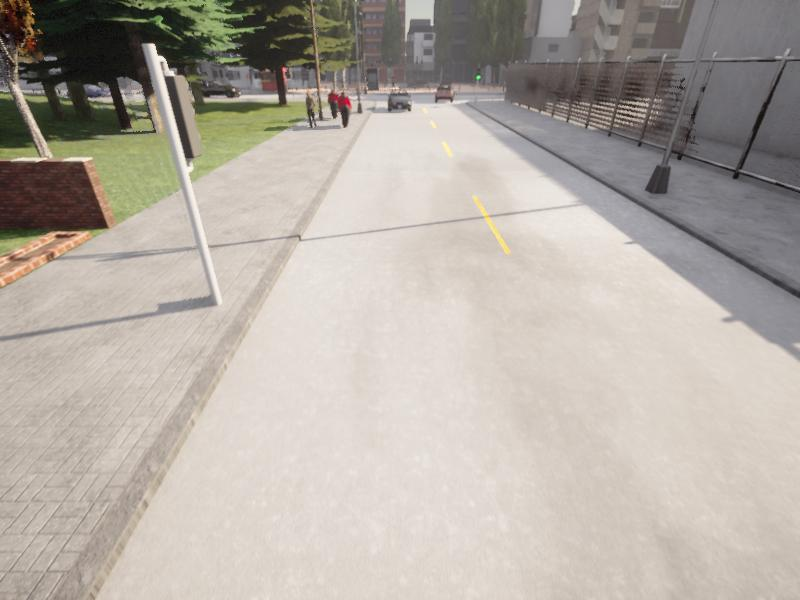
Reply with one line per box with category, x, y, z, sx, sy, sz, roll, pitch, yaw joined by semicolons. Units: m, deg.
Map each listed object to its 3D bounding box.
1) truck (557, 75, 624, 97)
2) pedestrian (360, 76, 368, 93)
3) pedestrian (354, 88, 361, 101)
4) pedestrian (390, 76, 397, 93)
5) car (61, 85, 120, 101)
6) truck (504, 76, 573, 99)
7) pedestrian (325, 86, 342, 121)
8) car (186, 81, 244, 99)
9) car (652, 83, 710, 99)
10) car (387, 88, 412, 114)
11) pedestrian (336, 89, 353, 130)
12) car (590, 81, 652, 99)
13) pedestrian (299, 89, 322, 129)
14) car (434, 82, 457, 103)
truck;22.012;-24.867;46.418;6.274;2.098;2.390;0;30;0
pedestrian;-4.482;-26.724;49.566;0.751;1.860;0.751;-12;33;-20
pedestrian;-4.048;-19.582;38.116;0.500;1.100;0.500;-12;32;-20
pedestrian;-0.800;-26.570;49.303;0.751;1.860;0.751;1;30;2
car;-33.331;-22.346;43.176;4.674;1.442;1.812;0;30;0
truck;14.721;-22.831;42.938;6.274;2.098;2.390;0;30;0
pedestrian;-3.992;-11.885;24.208;0.751;1.860;0.751;1;30;2
car;-19.811;-22.611;43.024;5.027;1.651;2.152;0;30;0
car;30.233;-22.554;43.116;4.674;1.442;1.812;0;30;0
car;-0.043;-15.431;30.906;1.816;1.474;4.193;0;30;-1
pedestrian;-2.899;-10.004;20.994;0.751;1.860;0.751;-4;31;-6
car;23.695;-22.659;43.099;5.238;1.638;1.930;0;30;0
pedestrian;-4.696;-10.042;21.058;0.751;1.860;0.751;4;31;7
car;4.474;-20.353;39.188;1.851;1.617;3.988;5;31;9
